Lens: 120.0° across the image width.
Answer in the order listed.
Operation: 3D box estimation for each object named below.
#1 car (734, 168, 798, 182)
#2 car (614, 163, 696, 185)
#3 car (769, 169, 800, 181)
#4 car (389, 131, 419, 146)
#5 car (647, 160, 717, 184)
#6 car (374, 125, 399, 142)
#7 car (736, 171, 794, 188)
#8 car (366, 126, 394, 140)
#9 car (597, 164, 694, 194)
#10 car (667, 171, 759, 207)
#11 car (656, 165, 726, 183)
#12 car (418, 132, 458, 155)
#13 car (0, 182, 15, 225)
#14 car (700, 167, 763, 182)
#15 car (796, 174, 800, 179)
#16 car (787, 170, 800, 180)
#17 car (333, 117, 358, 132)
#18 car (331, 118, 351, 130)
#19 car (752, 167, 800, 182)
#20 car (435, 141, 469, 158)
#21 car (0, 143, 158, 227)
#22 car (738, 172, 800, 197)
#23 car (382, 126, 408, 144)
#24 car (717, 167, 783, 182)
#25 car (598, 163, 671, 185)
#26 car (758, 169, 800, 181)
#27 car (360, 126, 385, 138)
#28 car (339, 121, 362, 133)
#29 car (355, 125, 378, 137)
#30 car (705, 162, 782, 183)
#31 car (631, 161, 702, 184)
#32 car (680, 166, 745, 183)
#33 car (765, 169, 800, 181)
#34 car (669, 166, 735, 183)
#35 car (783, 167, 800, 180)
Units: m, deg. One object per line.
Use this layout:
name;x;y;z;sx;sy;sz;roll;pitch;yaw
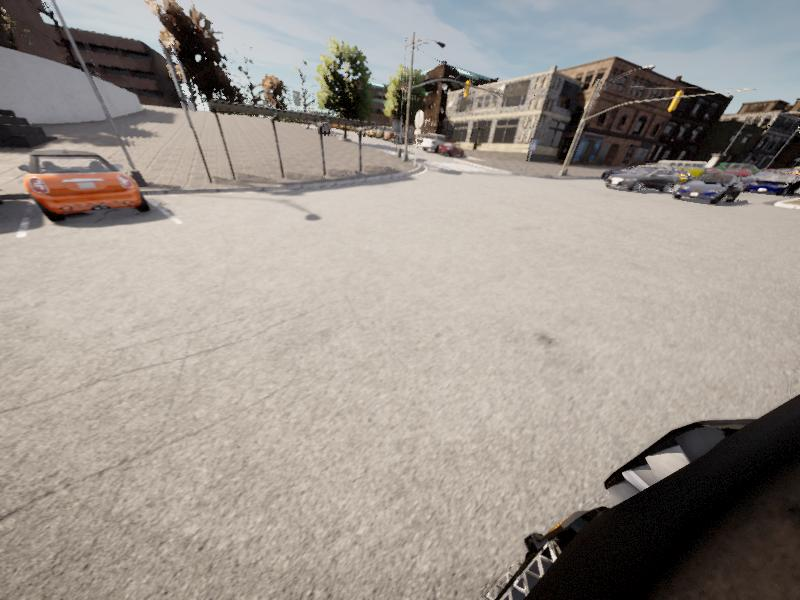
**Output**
car;56.340;-19.439;35.755;2.097;1.535;5.008;-25;41;-35
car;26.056;-13.073;23.863;5.366;1.575;1.946;29;41;35
car;70.301;-22.020;40.695;1.946;1.575;5.366;-24;41;-34
car;0.690;-26.374;37.776;2.231;1.521;4.892;31;42;27
car;31.478;-14.517;26.050;4.442;1.987;1.878;30;41;36
car;-2.384;-29.940;41.513;1.878;1.987;4.442;31;42;27
car;40.042;-13.295;25.363;5.357;1.411;2.033;-12;36;-21
car;-3.742;-31.601;43.823;1.946;1.575;5.366;31;42;27
car;17.017;-8.449;16.143;4.902;1.511;2.128;-6;35;-14
car;17.919;-6.445;13.264;4.193;1.474;1.816;-13;37;-23
car;34.127;-14.976;27.355;2.231;1.521;4.892;-27;43;-37
car;5.293;-21.445;31.732;2.435;2.045;5.566;31;42;27
car;-12.825;-3.256;6.084;4.442;1.987;1.878;25;39;31
car;45.175;-17.247;31.682;2.002;1.452;4.674;-26;42;-36
car;78.990;-23.511;43.177;1.878;1.987;4.442;-23;40;-34
car;76.054;-22.883;42.478;2.163;1.488;4.792;-23;41;-34
car;-13.041;-41.975;55.317;2.435;2.045;5.566;31;42;26
car;-14.634;-43.594;57.358;2.185;1.767;4.553;30;41;26
car;61.977;-20.558;37.639;2.185;1.767;4.553;-24;41;-35
car;6.765;-19.488;29.917;2.002;1.452;4.674;31;42;27
car;-10.297;-3.942;7.503;4.553;1.767;2.185;26;40;31
car;30.325;-9.366;18.621;4.792;1.488;2.163;-13;36;-22
car;-0.862;-28.222;39.538;1.878;1.987;4.442;31;42;27
car;50.745;-18.385;33.746;2.097;1.535;5.008;-25;42;-36
car;23.162;-12.588;22.990;4.792;1.488;2.163;29;41;35
car;64.787;-20.957;38.681;2.231;1.521;4.892;-24;41;-34
car;-5.379;-33.209;45.701;2.002;1.452;4.674;31;42;27
car;-11.392;-40.156;53.651;1.946;1.575;5.366;30;41;27
car;-6.916;-34.923;47.669;2.002;1.452;4.674;31;42;27
car;47.990;-18.038;32.560;2.435;2.045;5.566;-25;42;-36
car;28.633;-13.882;25.062;4.553;1.767;2.185;29;41;35
car;39.638;-16.114;29.558;2.002;1.452;4.674;-26;42;-37
car;67.601;-21.461;39.650;2.097;1.535;5.008;-23;41;-35
car;36.879;-15.528;28.465;2.002;1.452;4.674;-27;43;-37
car;73.337;-22.561;41.324;1.878;1.987;4.442;-23;40;-34
